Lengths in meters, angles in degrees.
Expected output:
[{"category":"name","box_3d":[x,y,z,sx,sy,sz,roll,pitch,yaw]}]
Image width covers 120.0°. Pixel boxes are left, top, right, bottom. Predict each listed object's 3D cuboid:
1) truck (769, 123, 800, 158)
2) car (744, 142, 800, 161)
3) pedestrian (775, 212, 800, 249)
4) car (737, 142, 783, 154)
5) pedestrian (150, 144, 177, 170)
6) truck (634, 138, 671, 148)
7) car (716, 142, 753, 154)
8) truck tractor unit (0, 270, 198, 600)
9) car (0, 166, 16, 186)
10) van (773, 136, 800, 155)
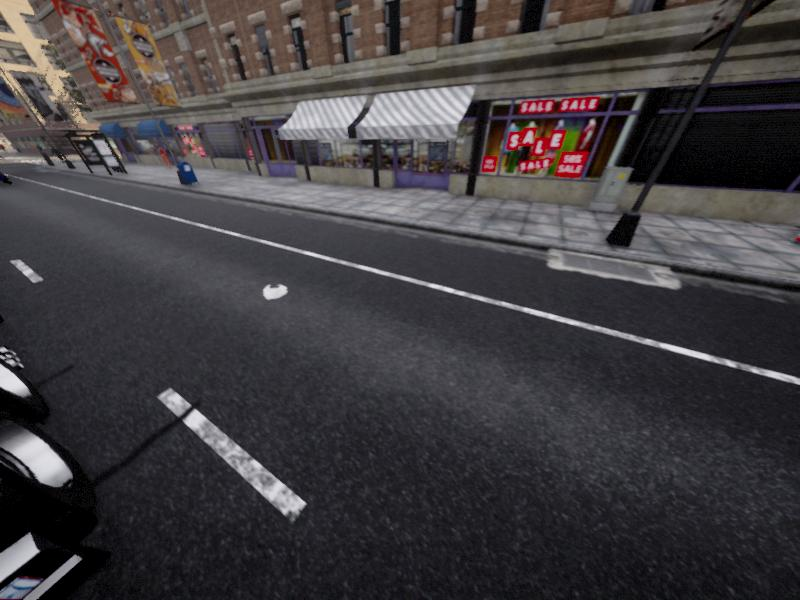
[{"category":"truck","box_3d":[55.441,-21.080,30.444,2.891,3.827,8.468,17,38,23]},{"category":"car","box_3d":[45.688,-18.259,28.252,2.097,1.767,4.553,17,38,23]},{"category":"pedestrian","box_3d":[9.645,-2.030,4.893,0.751,1.860,0.751,16,38,23]},{"category":"car","box_3d":[60.690,-25.833,39.135,1.930,1.638,5.238,17,38,23]},{"category":"pedestrian","box_3d":[-20.711,-12.566,20.278,0.751,1.860,0.751,20,40,26]},{"category":"truck","box_3d":[68.405,-42.680,62.851,2.390,2.098,6.274,-9,36,-12]},{"category":"car","box_3d":[56.813,-25.871,39.318,1.851,1.617,3.988,17,38,23]},{"category":"truck tractor unit","box_3d":[-5.123,-0.289,0.765,6.516,4.208,3.053,18,39,24]},{"category":"car","box_3d":[-27.249,-8.229,14.754,4.193,1.474,1.816,17,38,23]},{"category":"van","box_3d":[62.434,-23.784,35.481,2.351,2.431,6.366,17,38,23]}]
